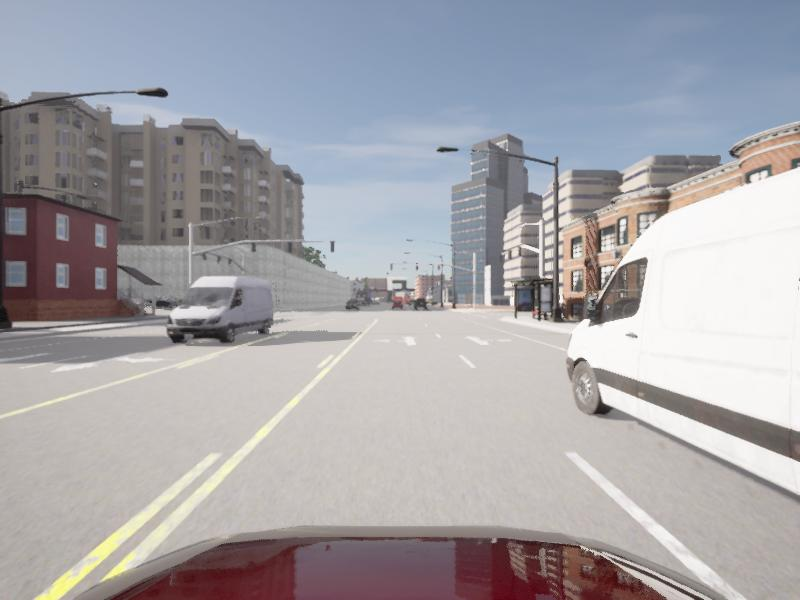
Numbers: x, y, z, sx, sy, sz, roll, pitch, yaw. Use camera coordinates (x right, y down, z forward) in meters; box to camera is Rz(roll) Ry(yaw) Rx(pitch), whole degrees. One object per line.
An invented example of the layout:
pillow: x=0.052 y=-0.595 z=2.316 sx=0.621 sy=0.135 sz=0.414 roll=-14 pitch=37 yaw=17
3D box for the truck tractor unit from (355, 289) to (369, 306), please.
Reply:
truck tractor unit: x=-9.976 y=-0.574 z=106.185 sx=3.053 sy=4.208 sz=6.516 roll=0 pitch=0 yaw=0

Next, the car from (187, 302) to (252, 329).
car: x=-10.600 y=0.859 z=23.879 sx=1.812 sy=1.442 sz=4.674 roll=0 pitch=0 yaw=0

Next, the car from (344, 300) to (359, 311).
car: x=-7.278 y=0.760 z=60.730 sx=1.851 sy=1.617 sz=3.988 roll=0 pitch=0 yaw=0

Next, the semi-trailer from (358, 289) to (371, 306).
semi-trailer: x=-10.012 y=-0.669 z=114.095 sx=2.717 sy=4.402 sz=14.254 roll=0 pitch=0 yaw=0

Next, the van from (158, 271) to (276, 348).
van: x=-6.974 y=0.316 z=16.195 sx=1.988 sy=2.561 sz=5.915 roll=0 pitch=0 yaw=1

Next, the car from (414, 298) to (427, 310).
car: x=3.197 y=0.616 z=63.121 sx=1.905 sy=1.878 sz=3.866 roll=0 pitch=0 yaw=0

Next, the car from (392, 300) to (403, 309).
car: x=-0.429 y=0.756 z=69.441 sx=1.851 sy=1.617 sz=3.988 roll=0 pitch=0 yaw=1

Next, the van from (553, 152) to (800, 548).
van: x=3.561 y=0.321 z=3.656 sx=1.988 sy=2.561 sz=5.915 roll=0 pitch=0 yaw=-1

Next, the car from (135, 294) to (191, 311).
car: x=-26.629 y=0.269 z=45.125 sx=4.902 sy=1.511 sz=2.128 roll=5 pitch=0 yaw=0
